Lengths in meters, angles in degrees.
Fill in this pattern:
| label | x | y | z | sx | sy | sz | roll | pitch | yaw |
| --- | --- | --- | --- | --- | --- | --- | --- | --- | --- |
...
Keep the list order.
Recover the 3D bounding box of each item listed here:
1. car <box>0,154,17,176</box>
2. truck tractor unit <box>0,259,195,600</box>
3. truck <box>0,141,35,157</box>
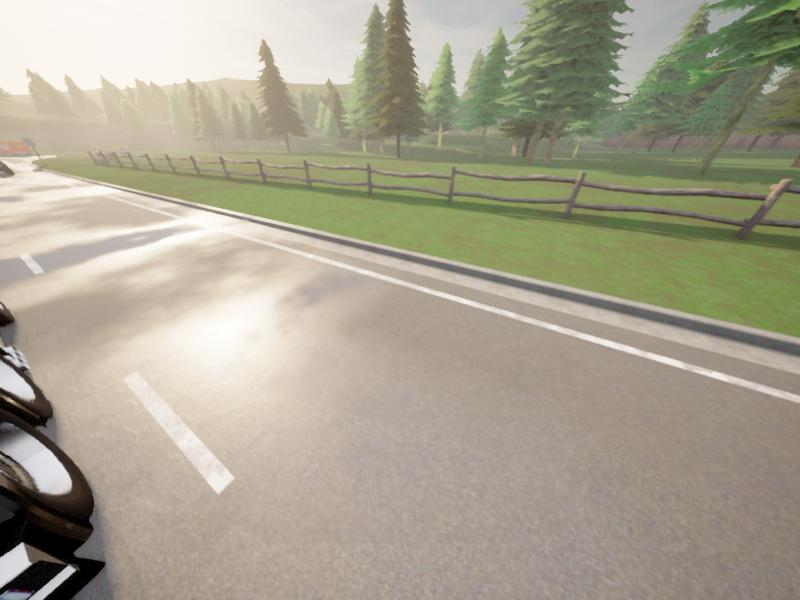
| label | x | y | z | sx | sy | sz | roll | pitch | yaw |
| --- | --- | --- | --- | --- | --- | --- | --- | --- | --- |
| car | -35.699 | -11.739 | 19.884 | 4.856 | 1.649 | 2.033 | 19 | 39 | 27 |
| truck tractor unit | -5.104 | -0.304 | 0.807 | 6.516 | 4.208 | 3.053 | 18 | 39 | 25 |
| truck | -78.197 | -30.205 | 46.197 | 5.204 | 2.467 | 2.627 | 2 | 35 | 4 |
